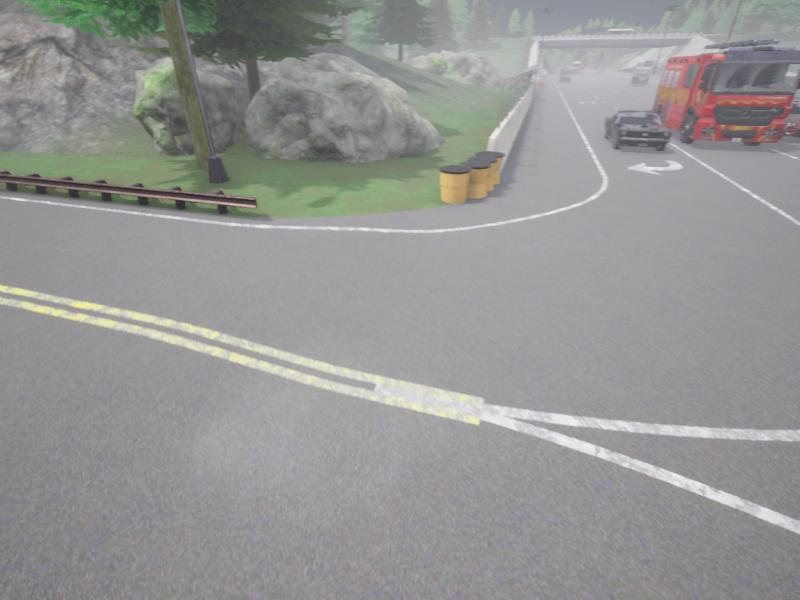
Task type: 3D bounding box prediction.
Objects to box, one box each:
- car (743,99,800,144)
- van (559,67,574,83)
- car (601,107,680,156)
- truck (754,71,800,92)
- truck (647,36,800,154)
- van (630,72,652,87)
[{"bbox_3d":[18.114,-8.378,18.625,1.816,1.474,4.193,10,32,17],"label":"car"},{"bbox_3d":[32.299,-43.787,77.918,1.988,2.561,5.915,9,32,15],"label":"van"},{"bbox_3d":[10.047,-7.328,17.128,1.895,1.301,4.718,9,32,15],"label":"car"},{"bbox_3d":[48.021,-27.679,50.585,2.390,2.098,6.274,9,32,15],"label":"truck"},{"bbox_3d":[14.381,-9.542,18.345,2.891,3.827,8.468,9,32,15],"label":"truck"},{"bbox_3d":[37.775,-34.674,62.826,1.775,1.987,4.442,9,32,15],"label":"van"}]
